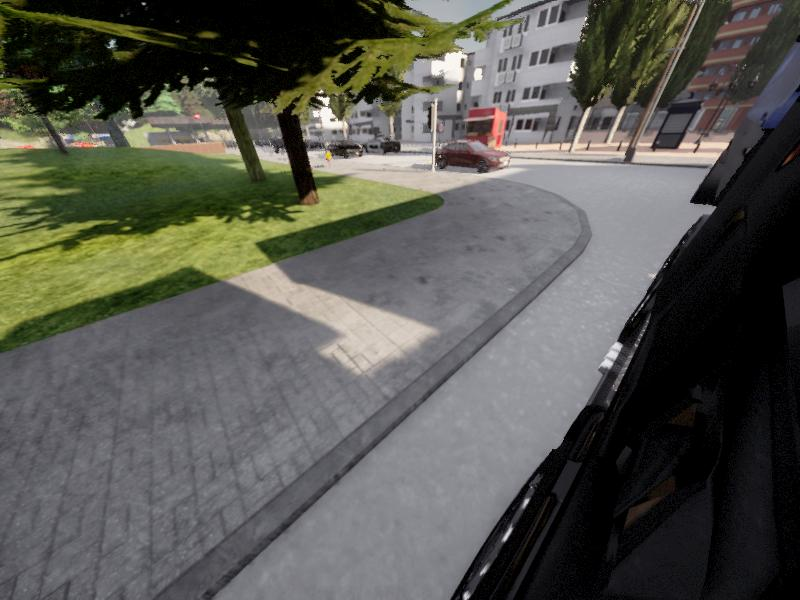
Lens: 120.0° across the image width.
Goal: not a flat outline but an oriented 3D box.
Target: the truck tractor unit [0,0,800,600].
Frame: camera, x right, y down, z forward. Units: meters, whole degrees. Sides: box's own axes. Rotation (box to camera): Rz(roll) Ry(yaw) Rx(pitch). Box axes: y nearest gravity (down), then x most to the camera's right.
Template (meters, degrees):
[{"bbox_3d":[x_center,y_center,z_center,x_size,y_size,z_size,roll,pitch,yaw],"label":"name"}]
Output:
[{"bbox_3d":[2.645,-0.295,0.351,6.516,4.208,3.053,-28,44,-30],"label":"truck tractor unit"}]

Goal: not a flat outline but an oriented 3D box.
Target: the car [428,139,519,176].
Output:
[{"bbox_3d":[3.979,-8.385,13.392,1.812,1.442,4.674,-29,44,-30],"label":"car"}]

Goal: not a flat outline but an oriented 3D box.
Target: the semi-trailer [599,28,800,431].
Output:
[{"bbox_3d":[8.624,-3.661,4.290,14.254,4.402,2.717,-29,44,-30],"label":"semi-trailer"}]
